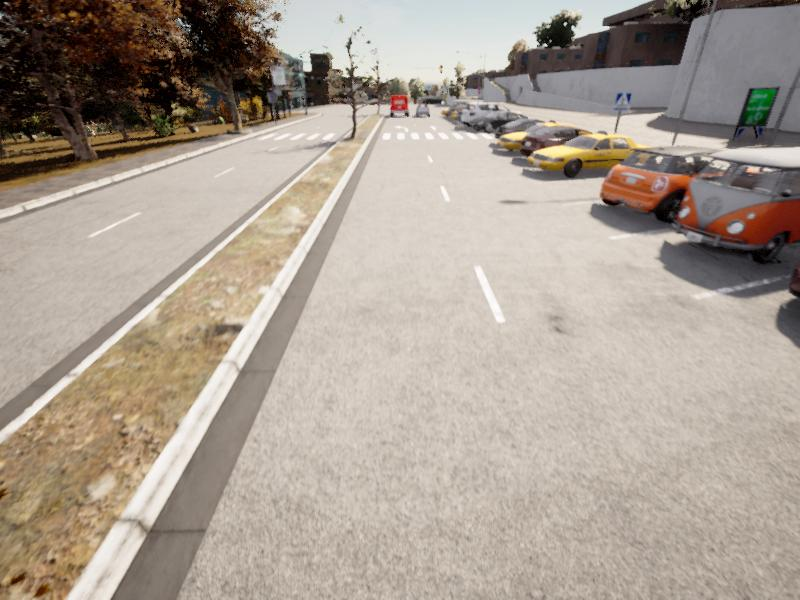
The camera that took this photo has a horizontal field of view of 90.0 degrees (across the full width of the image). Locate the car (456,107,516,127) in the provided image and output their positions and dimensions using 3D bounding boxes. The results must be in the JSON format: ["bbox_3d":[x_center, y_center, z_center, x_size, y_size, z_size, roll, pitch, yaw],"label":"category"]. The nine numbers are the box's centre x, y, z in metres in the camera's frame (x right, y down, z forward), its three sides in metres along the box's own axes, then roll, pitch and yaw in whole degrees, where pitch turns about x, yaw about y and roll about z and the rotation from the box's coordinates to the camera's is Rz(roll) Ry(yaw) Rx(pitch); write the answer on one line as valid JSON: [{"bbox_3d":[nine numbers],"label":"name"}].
[{"bbox_3d":[8.026,-17.212,37.568,5.008,1.535,2.097,-9,29,-18],"label":"car"}]

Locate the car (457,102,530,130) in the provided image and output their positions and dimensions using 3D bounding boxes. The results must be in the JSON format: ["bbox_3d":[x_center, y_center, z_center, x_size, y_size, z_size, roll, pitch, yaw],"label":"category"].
[{"bbox_3d":[8.052,-16.063,34.823,5.566,2.045,2.435,-9,29,-18],"label":"car"}]

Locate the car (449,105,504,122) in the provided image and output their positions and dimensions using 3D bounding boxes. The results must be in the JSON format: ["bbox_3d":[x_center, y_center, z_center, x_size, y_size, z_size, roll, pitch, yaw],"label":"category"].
[{"bbox_3d":[8.187,-20.002,42.917,5.366,1.575,1.946,-9,29,-18],"label":"car"}]

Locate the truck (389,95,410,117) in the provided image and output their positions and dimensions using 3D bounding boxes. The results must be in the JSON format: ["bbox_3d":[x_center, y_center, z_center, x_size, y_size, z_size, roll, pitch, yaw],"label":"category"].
[{"bbox_3d":[-0.074,-26.126,53.737,2.627,2.467,5.204,0,28,0],"label":"truck"}]

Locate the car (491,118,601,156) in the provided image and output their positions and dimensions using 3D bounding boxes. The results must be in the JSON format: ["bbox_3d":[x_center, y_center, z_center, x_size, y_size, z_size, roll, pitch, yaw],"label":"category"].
[{"bbox_3d":[7.869,-8.871,21.667,5.366,1.575,1.946,-9,30,-18],"label":"car"}]

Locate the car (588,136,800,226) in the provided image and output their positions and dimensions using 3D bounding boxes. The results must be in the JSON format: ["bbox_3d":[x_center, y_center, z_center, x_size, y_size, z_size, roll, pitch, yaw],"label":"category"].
[{"bbox_3d":[8.028,-3.431,11.110,4.553,1.767,2.185,-9,29,-18],"label":"car"}]

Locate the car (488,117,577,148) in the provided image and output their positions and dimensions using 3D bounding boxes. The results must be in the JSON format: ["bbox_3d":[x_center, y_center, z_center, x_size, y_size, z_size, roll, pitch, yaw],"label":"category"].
[{"bbox_3d":[8.034,-10.254,24.385,4.674,1.452,2.002,-9,29,-18],"label":"car"}]

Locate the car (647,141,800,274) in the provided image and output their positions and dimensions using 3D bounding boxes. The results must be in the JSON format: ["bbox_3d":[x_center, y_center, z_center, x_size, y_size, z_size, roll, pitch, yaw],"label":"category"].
[{"bbox_3d":[7.954,-2.111,8.384,4.442,1.987,1.878,-9,30,-18],"label":"car"}]

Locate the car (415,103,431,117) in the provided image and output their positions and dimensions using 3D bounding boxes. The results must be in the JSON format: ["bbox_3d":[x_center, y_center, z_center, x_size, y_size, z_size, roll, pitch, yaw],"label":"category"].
[{"bbox_3d":[2.933,-24.785,52.138,1.845,1.501,3.633,0,28,0],"label":"car"}]

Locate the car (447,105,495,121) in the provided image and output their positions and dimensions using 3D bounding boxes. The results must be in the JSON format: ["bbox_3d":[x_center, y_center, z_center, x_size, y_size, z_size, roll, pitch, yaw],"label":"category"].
[{"bbox_3d":[8.036,-21.326,45.531,4.792,1.488,2.163,-9,29,-18],"label":"car"}]

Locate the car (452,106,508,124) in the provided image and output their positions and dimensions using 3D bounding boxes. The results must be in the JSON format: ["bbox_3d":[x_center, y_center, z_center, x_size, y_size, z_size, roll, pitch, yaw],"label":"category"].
[{"bbox_3d":[8.010,-18.592,40.215,4.892,1.521,2.231,-9,29,-18],"label":"car"}]

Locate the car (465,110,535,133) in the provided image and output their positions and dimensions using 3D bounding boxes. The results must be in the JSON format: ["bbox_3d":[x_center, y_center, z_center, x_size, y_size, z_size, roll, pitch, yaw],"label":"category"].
[{"bbox_3d":[8.037,-14.446,32.282,4.892,1.521,2.231,-9,29,-18],"label":"car"}]

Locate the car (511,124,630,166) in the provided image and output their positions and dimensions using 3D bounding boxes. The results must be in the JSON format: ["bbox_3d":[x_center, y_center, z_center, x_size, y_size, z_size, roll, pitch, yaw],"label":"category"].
[{"bbox_3d":[8.072,-7.483,19.116,4.792,1.488,2.163,-9,29,-18],"label":"car"}]

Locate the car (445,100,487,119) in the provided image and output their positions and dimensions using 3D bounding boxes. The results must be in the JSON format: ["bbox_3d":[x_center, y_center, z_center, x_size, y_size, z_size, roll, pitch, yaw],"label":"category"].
[{"bbox_3d":[7.900,-22.904,48.008,4.442,1.987,1.878,-9,29,-18],"label":"car"}]

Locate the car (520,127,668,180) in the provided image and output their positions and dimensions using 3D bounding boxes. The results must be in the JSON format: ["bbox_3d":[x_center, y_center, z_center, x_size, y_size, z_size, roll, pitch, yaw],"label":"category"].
[{"bbox_3d":[7.875,-6.082,16.393,5.366,1.575,1.946,-9,30,-18],"label":"car"}]

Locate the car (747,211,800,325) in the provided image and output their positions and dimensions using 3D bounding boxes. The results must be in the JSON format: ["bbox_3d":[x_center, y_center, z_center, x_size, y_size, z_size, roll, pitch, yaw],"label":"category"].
[{"bbox_3d":[8.058,-0.516,5.909,4.674,1.452,2.002,-9,29,-18],"label":"car"}]

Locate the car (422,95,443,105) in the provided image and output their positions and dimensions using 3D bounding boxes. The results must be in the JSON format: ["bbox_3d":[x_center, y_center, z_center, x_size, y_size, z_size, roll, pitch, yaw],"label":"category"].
[{"bbox_3d":[7.835,-48.461,97.013,4.442,1.987,1.878,-9,28,-18],"label":"car"}]
